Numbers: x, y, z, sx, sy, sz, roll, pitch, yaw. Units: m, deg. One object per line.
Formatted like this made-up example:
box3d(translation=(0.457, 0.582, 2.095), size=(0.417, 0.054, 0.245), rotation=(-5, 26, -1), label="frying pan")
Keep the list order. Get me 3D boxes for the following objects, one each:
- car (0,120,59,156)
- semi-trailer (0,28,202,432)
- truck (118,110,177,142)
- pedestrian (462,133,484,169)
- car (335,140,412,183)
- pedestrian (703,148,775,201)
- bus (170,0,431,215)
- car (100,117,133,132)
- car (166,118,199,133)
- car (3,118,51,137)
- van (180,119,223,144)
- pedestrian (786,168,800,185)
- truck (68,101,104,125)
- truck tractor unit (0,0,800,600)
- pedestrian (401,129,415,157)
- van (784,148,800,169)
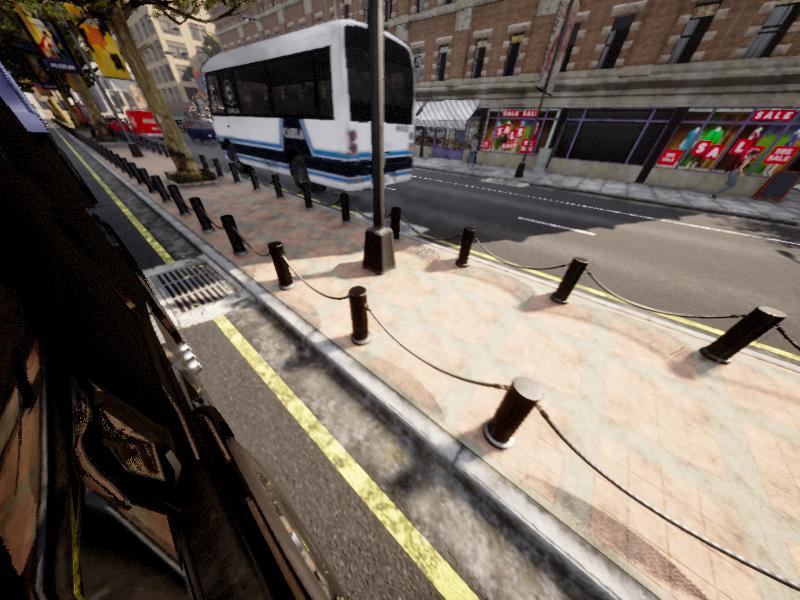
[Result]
box3d(translation=(-24.127, -10.403, 14.724), size=(4.974, 1.542, 2.038), rotation=(28, 44, 29), label="car")
box3d(translation=(-8.723, -3.607, 4.176), size=(14.254, 4.402, 2.717), rotation=(28, 43, 29), label="semi-trailer")
box3d(translation=(-26.531, -18.267, 24.283), size=(5.204, 2.467, 2.627), rotation=(28, 43, 30), label="truck")
box3d(translation=(4.721, -9.678, 15.027), size=(0.751, 1.860, 0.751), rotation=(-26, 45, -32), label="pedestrian")
box3d(translation=(-1.422, -7.403, 12.167), size=(3.633, 1.501, 1.845), rotation=(28, 43, 29), label="car")
box3d(translation=(14.190, -5.293, 9.776), size=(0.751, 1.860, 0.751), rotation=(28, 44, 30), label="pedestrian")
box3d(translation=(-4.349, -7.243, 9.496), size=(10.273, 4.253, 3.944), rotation=(28, 43, 29), label="bus")
box3d(translation=(-42.872, -26.531, 34.947), size=(4.611, 1.667, 2.242), rotation=(28, 44, 30), label="car")
box3d(translation=(-37.680, -30.312, 40.142), size=(1.905, 1.878, 3.866), rotation=(1, 37, -2), label="car")
box3d(translation=(-38.408, -17.858, 23.882), size=(5.357, 1.411, 2.033), rotation=(28, 43, 30), label="car")
box3d(translation=(-21.143, -17.958, 24.618), size=(4.442, 1.987, 1.775), rotation=(28, 43, 30), label="van")
box3d(translation=(26.335, -8.399, 14.699), size=(0.751, 1.860, 0.751), rotation=(27, 43, 28), label="pedestrian")
box3d(translation=(-71.551, -42.505, 52.647), size=(8.468, 3.827, 2.891), rotation=(28, 43, 30), label="truck")
box3d(translation=(-2.645, -0.295, 0.351), size=(6.516, 4.208, 3.053), rotation=(28, 44, 30), label="truck tractor unit")
box3d(translation=(0.693, -13.424, 19.772), size=(0.751, 1.860, 0.751), rotation=(30, 45, 31), label="pedestrian")
box3d(translation=(50.753, -17.344, 28.348), size=(2.069, 2.038, 4.480), rotation=(27, 43, 29), label="van")
